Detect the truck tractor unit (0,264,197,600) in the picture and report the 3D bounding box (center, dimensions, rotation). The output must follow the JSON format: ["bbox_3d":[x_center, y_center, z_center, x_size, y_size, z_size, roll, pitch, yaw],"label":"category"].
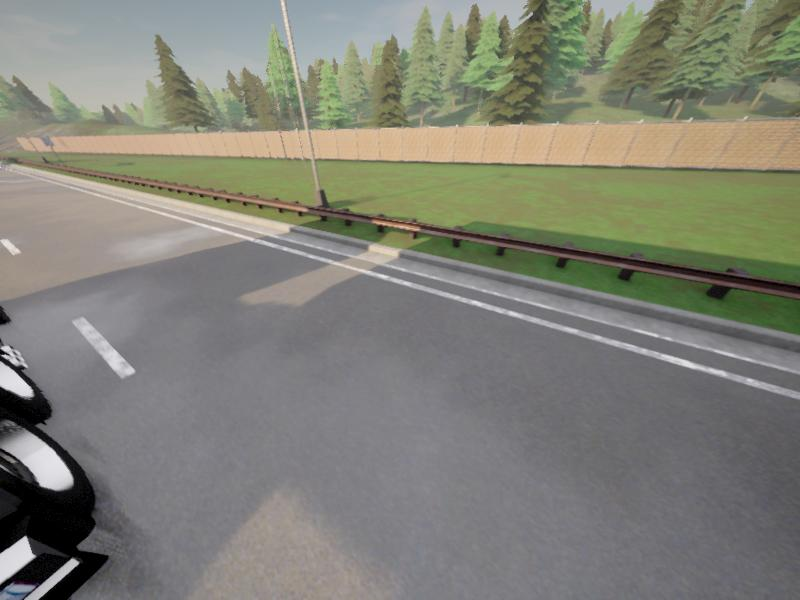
[{"bbox_3d":[-5.117,-0.292,0.785,6.516,4.208,3.053,18,39,24],"label":"truck tractor unit"}]
